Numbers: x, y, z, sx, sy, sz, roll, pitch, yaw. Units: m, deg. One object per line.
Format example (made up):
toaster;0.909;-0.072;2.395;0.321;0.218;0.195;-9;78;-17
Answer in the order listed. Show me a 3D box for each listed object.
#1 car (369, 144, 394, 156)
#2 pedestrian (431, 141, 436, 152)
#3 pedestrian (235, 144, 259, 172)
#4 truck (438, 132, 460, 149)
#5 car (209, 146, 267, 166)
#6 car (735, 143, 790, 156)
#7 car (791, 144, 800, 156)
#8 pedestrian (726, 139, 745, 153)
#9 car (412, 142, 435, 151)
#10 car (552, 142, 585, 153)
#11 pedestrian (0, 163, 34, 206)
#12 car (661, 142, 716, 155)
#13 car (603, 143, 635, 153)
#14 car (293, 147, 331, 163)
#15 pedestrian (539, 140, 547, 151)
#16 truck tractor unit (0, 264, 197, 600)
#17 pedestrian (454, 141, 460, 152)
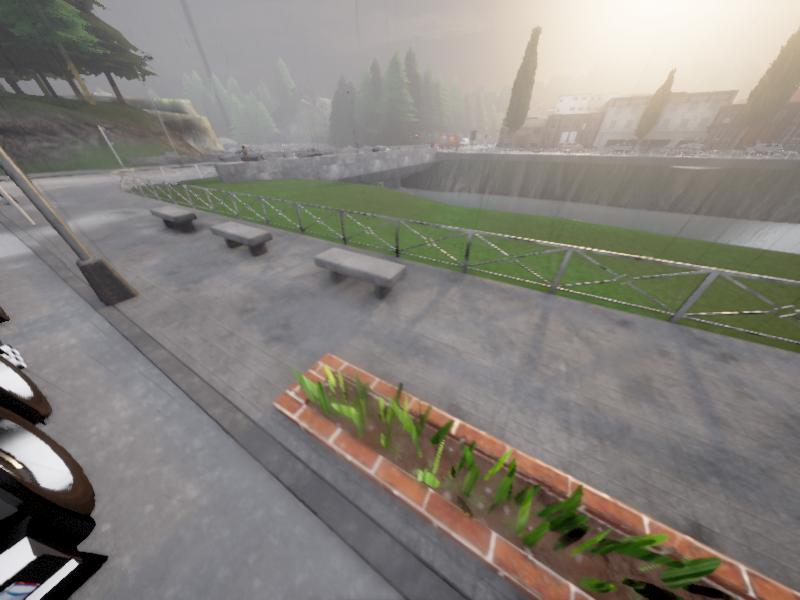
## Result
car;-3.170;-26.482;40.720;2.038;1.542;4.974;18;39;24
pedestrian;6.592;-30.405;45.760;0.751;1.860;0.751;-1;35;-1
pedestrian;-12.356;-11.464;18.698;0.751;1.860;0.751;18;39;24
truck;13.726;-44.218;64.037;2.891;3.827;8.468;18;39;24
car;-18.072;-16.301;26.099;2.242;1.667;4.611;18;39;24
car;54.961;-22.921;35.168;3.806;1.475;1.970;18;39;25
car;60.537;-21.173;32.467;5.238;1.638;1.930;18;39;24
pedestrian;57.455;-26.397;39.598;0.751;1.860;0.751;2;35;4
car;5.542;-36.448;54.874;4.856;1.649;2.033;-9;35;-12
car;33.101;-30.096;45.527;5.027;1.651;2.152;18;39;24
pedestrian;-16.139;-4.761;9.099;0.751;1.860;0.751;0;35;1
car;47.814;-25.317;38.525;5.238;1.638;1.930;18;39;24
car;40.014;-27.788;42.282;3.806;1.475;1.970;18;39;24
car;-11.104;-18.569;29.469;1.816;1.474;4.193;18;39;24
pedestrian;30.453;-32.929;49.185;0.751;1.860;0.751;-29;44;-35
truck tractor unit;-5.111;-0.302;0.779;6.516;4.208;3.053;18;39;24
pedestrian;11.338;-30.414;45.738;0.751;1.860;0.751;15;38;21
